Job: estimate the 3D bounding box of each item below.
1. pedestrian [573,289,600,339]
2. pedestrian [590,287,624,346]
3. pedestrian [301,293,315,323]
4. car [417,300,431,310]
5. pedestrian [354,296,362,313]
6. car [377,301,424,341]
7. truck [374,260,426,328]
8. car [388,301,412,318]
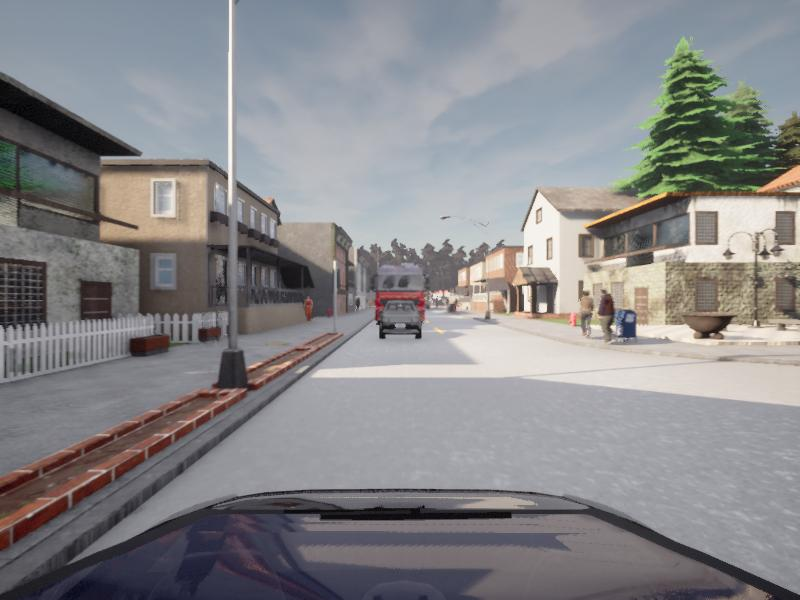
[{"bbox_3d":[7.077,0.521,15.208,0.751,1.860,0.751,0,0,9],"label":"pedestrian"},{"bbox_3d":[6.833,0.521,13.202,0.751,1.860,0.751,0,0,-41],"label":"pedestrian"},{"bbox_3d":[-5.773,0.527,25.183,0.751,1.860,0.751,0,0,-1],"label":"pedestrian"},{"bbox_3d":[3.994,0.810,67.751,2.038,1.542,4.974,0,0,0],"label":"car"},{"bbox_3d":[-4.920,0.522,46.922,0.751,1.860,0.751,0,0,19],"label":"pedestrian"},{"bbox_3d":[0.009,0.810,17.306,1.789,1.549,3.705,0,0,0],"label":"car"},{"bbox_3d":[-0.007,-0.327,26.534,2.891,3.827,8.468,0,0,0],"label":"truck"},{"bbox_3d":[-0.004,0.842,38.058,2.163,1.488,4.792,0,0,0],"label":"car"}]
